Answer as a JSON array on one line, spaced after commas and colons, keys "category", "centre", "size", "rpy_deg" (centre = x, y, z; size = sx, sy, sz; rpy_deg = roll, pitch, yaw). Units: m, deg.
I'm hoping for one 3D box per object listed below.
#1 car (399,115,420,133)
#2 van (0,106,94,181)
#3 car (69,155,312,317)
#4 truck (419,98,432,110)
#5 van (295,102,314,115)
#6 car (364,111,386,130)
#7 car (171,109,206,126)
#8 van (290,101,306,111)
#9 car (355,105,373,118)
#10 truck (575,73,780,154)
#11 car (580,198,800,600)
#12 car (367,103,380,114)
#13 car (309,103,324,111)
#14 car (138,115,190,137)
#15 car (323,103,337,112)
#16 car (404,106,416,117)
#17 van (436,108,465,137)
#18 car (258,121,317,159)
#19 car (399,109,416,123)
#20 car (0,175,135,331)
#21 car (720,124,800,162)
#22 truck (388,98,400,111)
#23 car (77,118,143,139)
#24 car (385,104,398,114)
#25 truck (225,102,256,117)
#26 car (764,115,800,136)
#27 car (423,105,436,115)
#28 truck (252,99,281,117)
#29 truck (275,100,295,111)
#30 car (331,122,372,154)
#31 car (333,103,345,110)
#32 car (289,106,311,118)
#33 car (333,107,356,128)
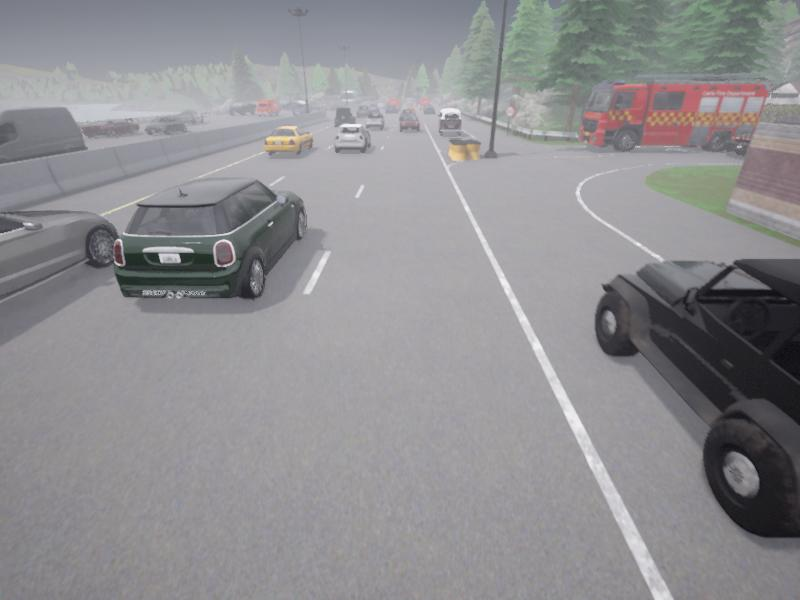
[{"category": "car", "centre": [0.944, -16.962, 38.425], "size": [1.895, 1.301, 4.718], "rpy_deg": [1, 27, 1]}, {"category": "van", "centre": [-17.081, -7.087, 17.744], "size": [1.988, 2.561, 5.915], "rpy_deg": [1, 28, 1]}, {"category": "car", "centre": [-3.328, -1.567, 7.765], "size": [2.097, 1.767, 4.553], "rpy_deg": [1, 27, 1]}, {"category": "truck", "centre": [5.822, -45.406, 92.767], "size": [2.627, 2.467, 5.204], "rpy_deg": [1, 27, 1]}, {"category": "van", "centre": [-16.897, -34.081, 71.104], "size": [2.069, 2.038, 4.480], "rpy_deg": [1, 27, 1]}, {"category": "car", "centre": [-2.498, -18.269, 40.641], "size": [1.851, 1.617, 3.988], "rpy_deg": [1, 27, 1]}, {"category": "car", "centre": [-24.588, -21.336, 46.728], "size": [2.038, 1.542, 4.974], "rpy_deg": [-4, 28, -8]}, {"category": "van", "centre": [-22.317, -42.517, 87.608], "size": [2.069, 2.038, 4.480], "rpy_deg": [1, 27, 1]}, {"category": "car", "centre": [-5.475, -28.928, 61.420], "size": [2.242, 1.667, 4.611], "rpy_deg": [1, 27, 1]}, {"category": "truck", "centre": [14.974, -10.417, 22.410], "size": [8.468, 3.827, 2.891], "rpy_deg": [0, 27, 1]}, {"category": "car", "centre": [3.574, 0.432, 3.747], "size": [1.905, 1.878, 3.866], "rpy_deg": [1, 27, 1]}, {"category": "car", "centre": [-5.075, -37.048, 77.330], "size": [2.033, 1.649, 4.856], "rpy_deg": [1, 27, 1]}, {"category": "car", "centre": [-18.759, -43.491, 90.000], "size": [2.038, 1.542, 4.974], "rpy_deg": [1, 27, 1]}, {"category": "car", "centre": [-20.158, -15.028, 34.452], "size": [1.816, 1.474, 4.193], "rpy_deg": [1, 27, 1]}, {"category": "car", "centre": [-15.319, -42.191, 87.617], "size": [2.128, 1.511, 4.902], "rpy_deg": [1, 27, 1]}, {"category": "car", "centre": [1.590, -30.168, 63.990], "size": [1.882, 1.535, 5.008], "rpy_deg": [1, 27, 1]}, {"category": "van", "centre": [4.298, -15.484, 34.719], "size": [2.069, 2.038, 4.480], "rpy_deg": [1, 27, 2]}, {"category": "car", "centre": [-6.430, -9.537, 23.590], "size": [1.801, 1.575, 5.366], "rpy_deg": [1, 27, 1]}, {"category": "car", "centre": [0.927, -23.213, 50.396], "size": [1.845, 1.501, 3.633], "rpy_deg": [2, 27, 4]}, {"category": "car", "centre": [-6.873, -0.612, 6.087], "size": [2.152, 1.651, 5.027], "rpy_deg": [1, 27, 1]}, {"category": "car", "centre": [19.287, -7.763, 19.736], "size": [4.974, 1.542, 2.038], "rpy_deg": [1, 27, 1]}, {"category": "truck", "centre": [-1.261, -43.761, 89.553], "size": [2.627, 2.467, 5.204], "rpy_deg": [1, 27, 1]}, {"category": "car", "centre": [-23.701, -14.150, 32.932], "size": [1.895, 1.301, 4.718], "rpy_deg": [1, 27, 1]}, {"category": "car", "centre": [-1.613, -36.221, 75.833], "size": [2.242, 1.667, 4.611], "rpy_deg": [1, 27, 1]}, {"category": "truck", "centre": [-26.349, -31.785, 66.541], "size": [2.390, 2.098, 6.274], "rpy_deg": [1, 27, 1]}, {"category": "car", "centre": [34.525, -14.999, 34.363], "size": [2.163, 1.488, 4.792], "rpy_deg": [1, 27, 1]}, {"category": "car", "centre": [5.314, -34.706, 72.869], "size": [2.038, 1.542, 4.974], "rpy_deg": [1, 27, 1]}, {"category": "truck", "centre": [-21.238, -30.747, 64.104], "size": [2.627, 2.467, 5.204], "rpy_deg": [1, 27, 1]}, {"category": "truck", "centre": [-25.757, -43.792, 90.027], "size": [2.390, 2.098, 6.274], "rpy_deg": [1, 27, 1]}, {"category": "car", "centre": [-2.898, -10.101, 24.807], "size": [1.970, 1.475, 3.806], "rpy_deg": [1, 27, 1]}, {"category": "car", "centre": [-15.032, -48.044, 99.104], "size": [2.033, 1.411, 5.357], "rpy_deg": [1, 27, 1]}, {"category": "car", "centre": [-15.914, -30.125, 64.016], "size": [2.128, 1.511, 4.902], "rpy_deg": [1, 27, 1]}, {"category": "car", "centre": [-5.932, -19.758, 43.243], "size": [1.905, 1.878, 3.866], "rpy_deg": [1, 27, 1]}]
